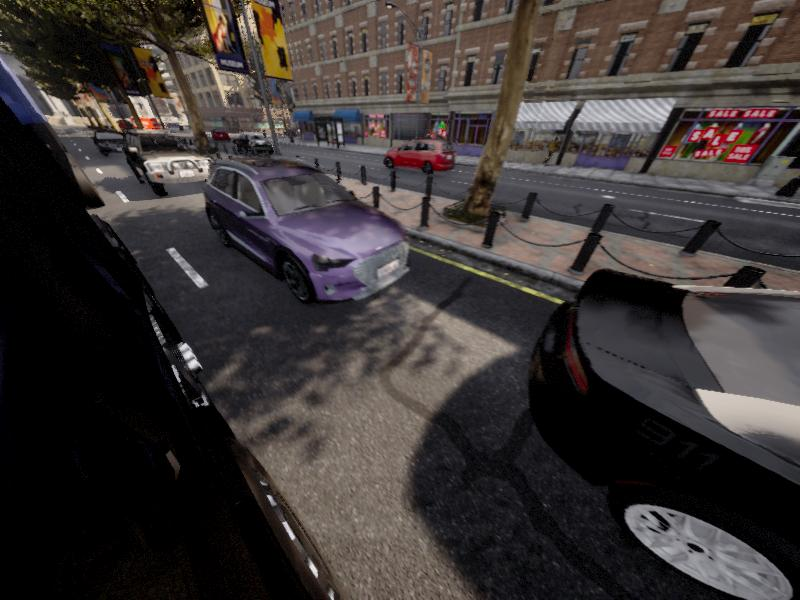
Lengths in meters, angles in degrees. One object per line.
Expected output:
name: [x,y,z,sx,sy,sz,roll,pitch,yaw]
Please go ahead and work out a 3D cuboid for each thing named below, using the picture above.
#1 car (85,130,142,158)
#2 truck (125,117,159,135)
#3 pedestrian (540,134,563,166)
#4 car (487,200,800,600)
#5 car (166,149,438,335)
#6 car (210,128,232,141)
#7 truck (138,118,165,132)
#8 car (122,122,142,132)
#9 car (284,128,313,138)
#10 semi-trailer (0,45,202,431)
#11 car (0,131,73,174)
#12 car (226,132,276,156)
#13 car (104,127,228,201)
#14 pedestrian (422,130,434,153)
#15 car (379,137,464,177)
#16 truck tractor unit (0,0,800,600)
car: [-20.884,-11.428,16.812,4.674,1.442,1.812,28,44,31]
truck: [-46.970,-31.757,42.139,5.204,2.467,2.627,29,44,29]
pedestrian: [10.859,-10.765,16.635,0.751,1.860,0.751,20,41,23]
car: [3.388,1.181,0.770,5.238,1.638,1.930,28,44,30]
car: [-2.003,-1.637,4.331,4.856,1.649,2.033,28,44,30]
car: [-25.871,-23.894,33.385,1.994,1.385,4.181,-20,42,-26]
truck: [-54.981,-38.694,51.073,5.204,2.467,2.627,28,44,30]
car: [-56.300,-36.305,48.534,3.988,1.617,1.851,28,44,30]
car: [-20.898,-34.491,47.677,2.038,1.542,4.974,26,43,29]
semi-trailer: [-8.712,-3.554,4.274,14.254,4.402,2.717,28,44,30]
car: [-18.884,-7.685,11.837,4.892,1.490,1.837,27,44,31]
car: [-12.815,-13.506,19.917,3.806,1.475,1.970,27,44,30]
car: [-8.919,-5.362,8.819,4.605,1.855,1.932,28,44,30]
pedestrian: [2.848,-16.012,23.331,0.751,1.860,0.751,28,44,31]
car: [1.171,-8.976,14.275,4.611,1.667,2.242,28,44,30]
truck tractor unit: [-2.645,-0.295,0.351,6.516,4.208,3.053,28,44,30]
